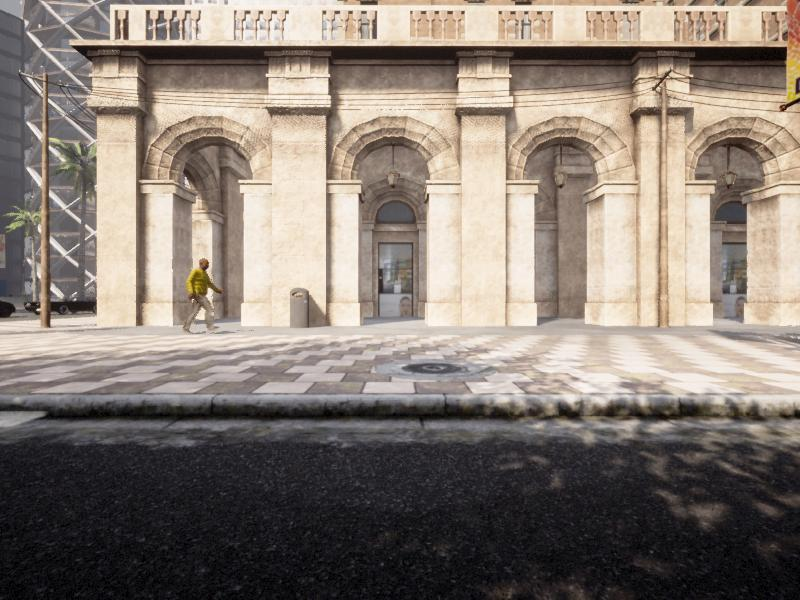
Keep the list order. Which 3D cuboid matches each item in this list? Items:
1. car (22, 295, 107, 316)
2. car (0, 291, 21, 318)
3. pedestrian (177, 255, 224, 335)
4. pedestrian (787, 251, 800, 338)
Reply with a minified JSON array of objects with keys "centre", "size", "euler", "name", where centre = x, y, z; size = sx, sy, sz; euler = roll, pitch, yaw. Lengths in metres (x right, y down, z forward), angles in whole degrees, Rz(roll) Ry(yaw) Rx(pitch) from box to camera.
[{"centre":[-23.035,0.340,27.750],"size":[1.895,1.301,4.718],"euler":[0,0,0],"name":"car"},{"centre":[-23.029,0.251,21.246],"size":[1.816,1.474,4.193],"euler":[0,0,0],"name":"car"},{"centre":[-4.749,-0.116,9.583],"size":[0.751,1.860,0.751],"euler":[0,0,0],"name":"pedestrian"},{"centre":[8.925,-0.114,8.455],"size":[0.751,1.860,0.751],"euler":[0,0,-6],"name":"pedestrian"}]
